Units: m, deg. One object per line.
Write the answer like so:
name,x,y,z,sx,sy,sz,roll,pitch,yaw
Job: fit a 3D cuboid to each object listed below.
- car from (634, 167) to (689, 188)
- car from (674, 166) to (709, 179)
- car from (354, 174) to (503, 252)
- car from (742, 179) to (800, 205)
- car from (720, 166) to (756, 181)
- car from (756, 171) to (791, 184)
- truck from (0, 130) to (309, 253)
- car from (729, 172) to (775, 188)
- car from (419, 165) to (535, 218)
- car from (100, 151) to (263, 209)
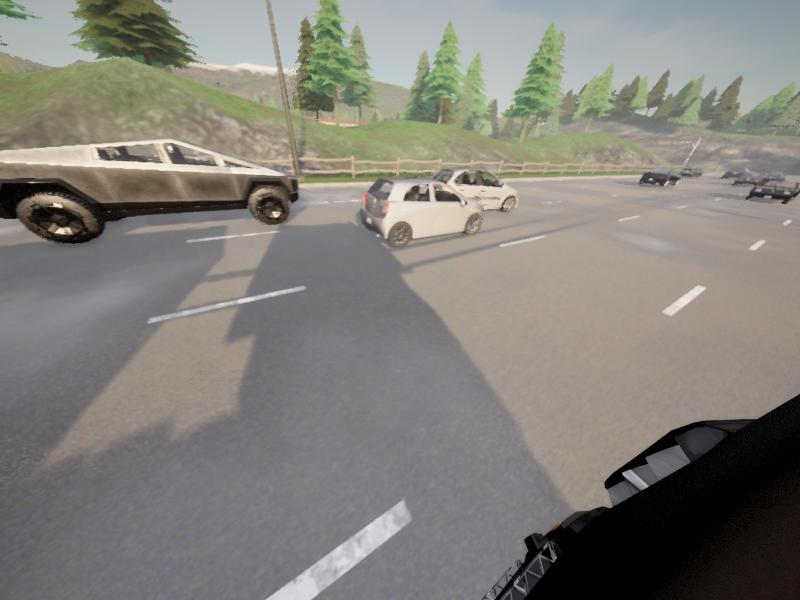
car,25.491,-11.965,22.487,5.008,1.535,1.882,-16,38,-26
car,45.099,-19.791,35.759,4.514,1.525,2.007,-16,38,-26
car,0.775,-2.678,6.639,3.633,1.501,1.845,-15,38,-26
car,27.528,-7.965,16.858,4.718,1.301,1.895,-16,38,-26
car,53.406,-20.024,36.517,4.553,1.767,2.097,-16,38,-26
car,55.382,-18.179,34.269,4.181,1.385,1.994,-16,38,-26
truck,-6.192,-3.166,6.322,6.274,2.098,2.390,-16,38,-26
car,41.684,-14.280,27.343,5.357,1.411,2.033,-16,38,-26
car,3.065,-4.566,9.586,3.988,1.617,1.851,-10,36,-19
car,-7.877,-4.724,8.974,3.988,1.617,1.851,-16,38,-26
